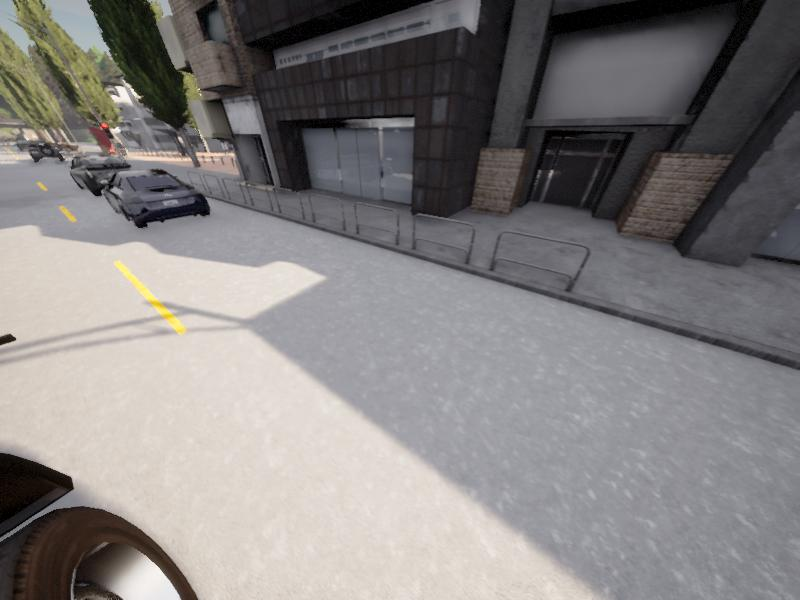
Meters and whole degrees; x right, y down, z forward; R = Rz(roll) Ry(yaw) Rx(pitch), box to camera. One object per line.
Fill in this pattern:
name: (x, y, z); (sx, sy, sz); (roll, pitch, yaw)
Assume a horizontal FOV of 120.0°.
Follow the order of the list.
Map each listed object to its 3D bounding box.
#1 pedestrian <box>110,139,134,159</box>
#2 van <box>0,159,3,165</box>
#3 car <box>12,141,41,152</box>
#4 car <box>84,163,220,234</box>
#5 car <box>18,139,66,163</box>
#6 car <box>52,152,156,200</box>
pedestrian: (-30.664, -16.671, 25.480); (0.751, 1.860, 0.751); (13, 37, 17)
van: (-40.202, -14.245, 21.597); (5.915, 2.561, 1.988); (22, 41, 28)
car: (-61.959, -25.498, 38.294); (4.892, 1.490, 1.837); (22, 41, 28)
car: (-8.324, -3.595, 7.755); (4.181, 1.385, 1.994); (24, 41, 30)
car: (-37.076, -15.503, 23.985); (4.605, 1.855, 1.932); (25, 42, 30)
car: (-14.302, -6.125, 11.162); (4.514, 1.525, 2.007); (22, 41, 28)
